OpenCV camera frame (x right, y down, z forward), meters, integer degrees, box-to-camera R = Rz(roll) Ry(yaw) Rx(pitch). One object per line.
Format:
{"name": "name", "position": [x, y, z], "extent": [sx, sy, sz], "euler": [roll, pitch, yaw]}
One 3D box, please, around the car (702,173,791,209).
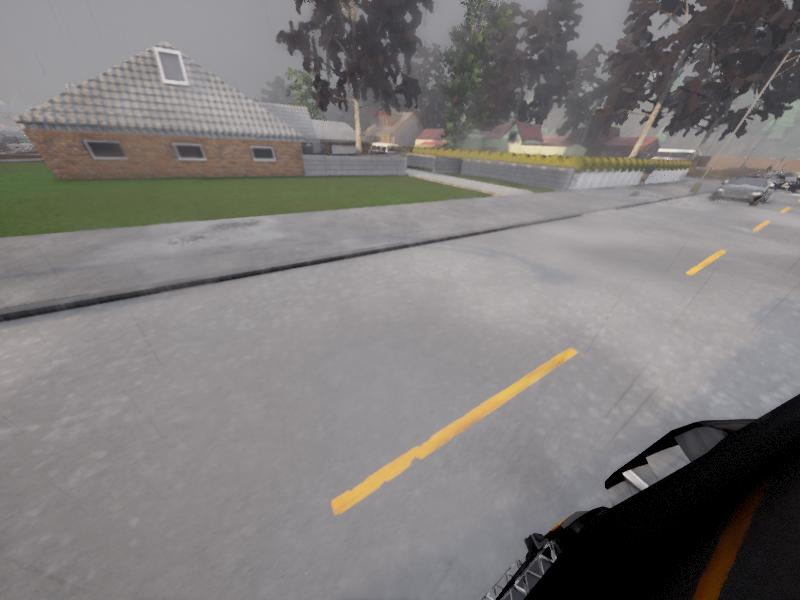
{"name": "car", "position": [21.549, -6.907, 14.384], "extent": [4.974, 1.542, 2.038], "euler": [-17, 39, -26]}

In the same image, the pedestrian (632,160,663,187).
{"name": "pedestrian", "position": [19.729, -10.096, 18.460], "extent": [0.751, 1.860, 0.751], "euler": [-15, 38, -25]}

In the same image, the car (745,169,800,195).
{"name": "car", "position": [35.641, -11.229, 21.778], "extent": [2.152, 1.651, 5.027], "euler": [28, 41, 32]}

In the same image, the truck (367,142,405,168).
{"name": "truck", "position": [-1.563, -15.363, 24.411], "extent": [2.069, 2.038, 4.478], "euler": [-16, 38, -26]}

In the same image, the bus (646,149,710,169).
{"name": "bus", "position": [78.320, -40.174, 65.597], "extent": [3.944, 4.253, 10.273], "euler": [-16, 38, -26]}

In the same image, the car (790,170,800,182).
{"name": "car", "position": [61.857, -18.920, 34.936], "extent": [4.605, 1.855, 1.932], "euler": [-16, 38, -26]}

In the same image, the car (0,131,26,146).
{"name": "car", "position": [-49.815, -20.159, 28.720], "extent": [1.845, 1.501, 3.633], "euler": [-16, 38, -26]}

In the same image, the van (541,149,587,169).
{"name": "van", "position": [28.678, -24.849, 40.671], "extent": [1.988, 2.561, 5.915], "euler": [-16, 38, -26]}
